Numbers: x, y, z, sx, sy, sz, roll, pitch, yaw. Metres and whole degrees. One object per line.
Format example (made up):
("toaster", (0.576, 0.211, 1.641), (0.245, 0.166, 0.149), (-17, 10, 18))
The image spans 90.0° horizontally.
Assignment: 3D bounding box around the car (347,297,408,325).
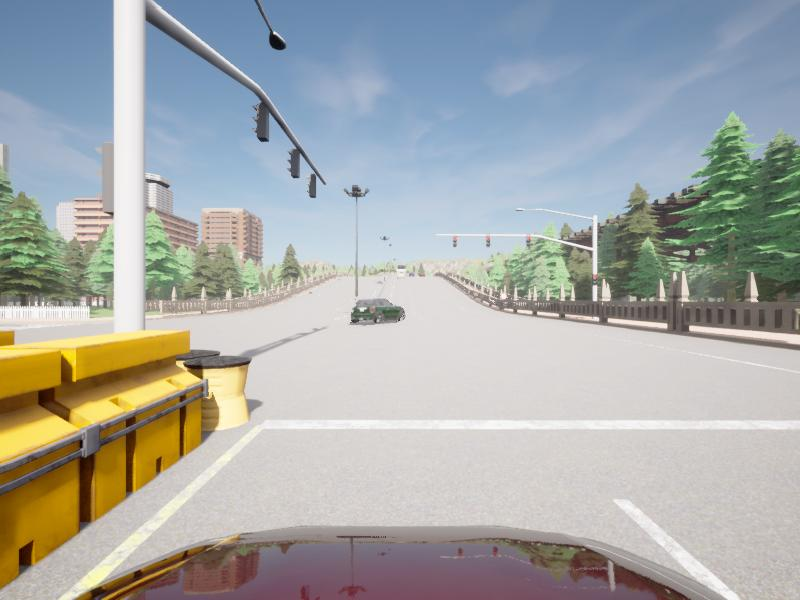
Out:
("car", (-1.453, 0.688, 27.808), (2.097, 1.767, 4.553), (0, 0, 29))
